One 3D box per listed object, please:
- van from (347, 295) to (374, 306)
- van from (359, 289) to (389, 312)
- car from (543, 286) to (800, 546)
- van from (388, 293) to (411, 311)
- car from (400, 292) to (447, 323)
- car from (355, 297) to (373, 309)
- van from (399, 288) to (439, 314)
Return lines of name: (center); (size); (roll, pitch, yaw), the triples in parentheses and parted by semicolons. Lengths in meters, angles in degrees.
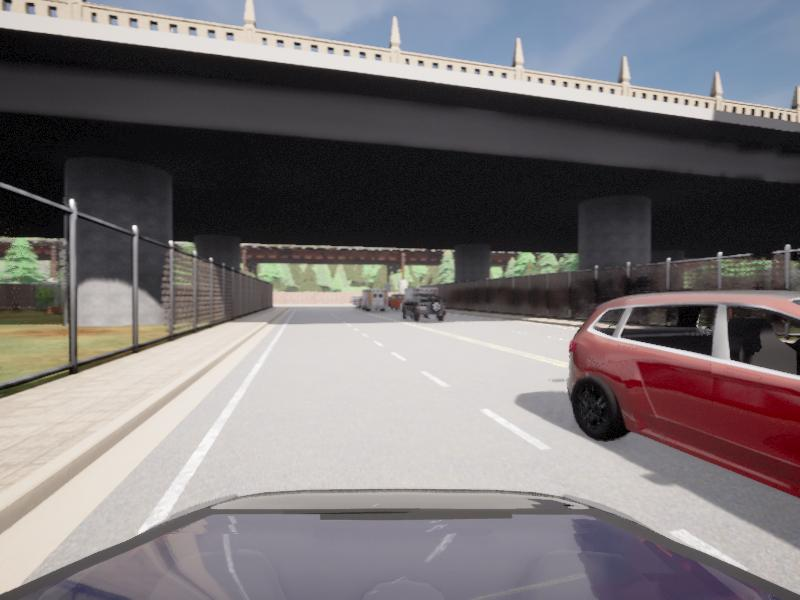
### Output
van: (-6.866, 0.043, 70.411); (4.442, 1.987, 1.775); (0, 1, -37)
van: (-3.039, 0.022, 45.552); (2.351, 2.431, 6.366); (0, 0, -14)
car: (3.531, 0.738, 3.343); (2.242, 1.667, 4.611); (0, 0, -14)
van: (-0.062, 0.224, 48.128); (1.775, 1.987, 4.442); (0, 0, -14)
car: (1.467, 0.447, 26.858); (1.932, 1.855, 4.605); (0, 1, -14)
car: (-4.805, 0.373, 52.882); (1.851, 1.617, 3.988); (0, 0, -14)
van: (1.814, 0.066, 40.361); (2.351, 2.431, 6.366); (0, 0, -14)
